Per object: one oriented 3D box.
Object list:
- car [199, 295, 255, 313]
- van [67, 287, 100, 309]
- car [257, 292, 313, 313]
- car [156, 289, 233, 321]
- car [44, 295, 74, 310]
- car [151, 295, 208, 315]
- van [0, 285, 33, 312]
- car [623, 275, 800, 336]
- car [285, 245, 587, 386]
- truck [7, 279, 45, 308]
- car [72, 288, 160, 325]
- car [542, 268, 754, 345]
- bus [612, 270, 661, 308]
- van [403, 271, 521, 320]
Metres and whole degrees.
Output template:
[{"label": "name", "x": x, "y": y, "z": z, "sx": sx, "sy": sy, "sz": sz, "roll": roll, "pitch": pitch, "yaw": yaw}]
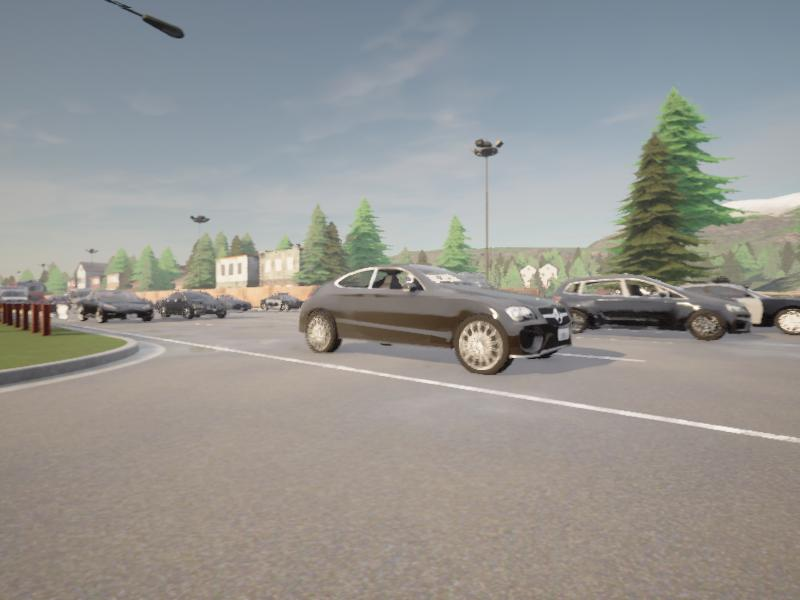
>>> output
[{"label": "car", "x": -14.423, "y": 0.319, "z": 33.190, "sx": 5.357, "sy": 1.411, "sz": 2.033, "roll": 0, "pitch": 0, "yaw": 40}, {"label": "van", "x": -39.040, "y": -0.208, "z": 49.230, "sx": 5.915, "sy": 2.561, "sz": 1.988, "roll": 0, "pitch": 0, "yaw": 40}, {"label": "car", "x": -9.785, "y": 0.186, "z": 33.874, "sx": 5.238, "sy": 1.638, "sz": 1.930, "roll": 0, "pitch": 0, "yaw": 40}, {"label": "car", "x": -10.943, "y": 0.266, "z": 21.147, "sx": 4.892, "sy": 1.490, "sz": 1.837, "roll": -1, "pitch": 0, "yaw": 40}, {"label": "car", "x": -35.669, "y": 0.289, "z": 41.848, "sx": 3.633, "sy": 1.501, "sz": 1.845, "roll": 0, "pitch": 0, "yaw": 40}, {"label": "car", "x": -17.054, "y": 0.324, "z": 30.826, "sx": 5.357, "sy": 1.411, "sz": 2.033, "roll": 0, "pitch": 0, "yaw": 40}, {"label": "van", "x": -38.716, "y": -0.152, "z": 39.831, "sx": 6.366, "sy": 2.431, "sz": 2.351, "roll": 0, "pitch": 0, "yaw": 40}, {"label": "car", "x": 10.180, "y": 0.151, "z": 12.592, "sx": 5.238, "sy": 1.638, "sz": 1.930, "roll": 0, "pitch": 0, "yaw": 40}, {"label": "car", "x": 0.342, "y": 0.180, "z": 7.136, "sx": 5.027, "sy": 1.651, "sz": 2.152, "roll": 0, "pitch": 0, "yaw": 40}, {"label": "truck", "x": -51.944, "y": -0.831, "z": 55.465, "sx": 8.468, "sy": 3.827, "sz": 2.891, "roll": 0, "pitch": 0, "yaw": 40}, {"label": "car", "x": -13.143, "y": 0.275, "z": 18.424, "sx": 4.792, "sy": 1.488, "sz": 2.163, "roll": 0, "pitch": 0, "yaw": 40}, {"label": "car", "x": 6.615, "y": 0.144, "z": 11.013, "sx": 4.611, "sy": 1.667, "sz": 2.242, "roll": 0, "pitch": 0, "yaw": 40}, {"label": "bus", "x": 29.338, "y": -1.196, "z": 50.184, "sx": 3.944, "sy": 4.253, "sz": 10.273, "roll": 0, "pitch": 0, "yaw": 23}, {"label": "van", "x": 3.377, "y": -0.231, "z": 22.850, "sx": 6.366, "sy": 2.431, "sz": 2.351, "roll": 0, "pitch": 0, "yaw": 40}]
